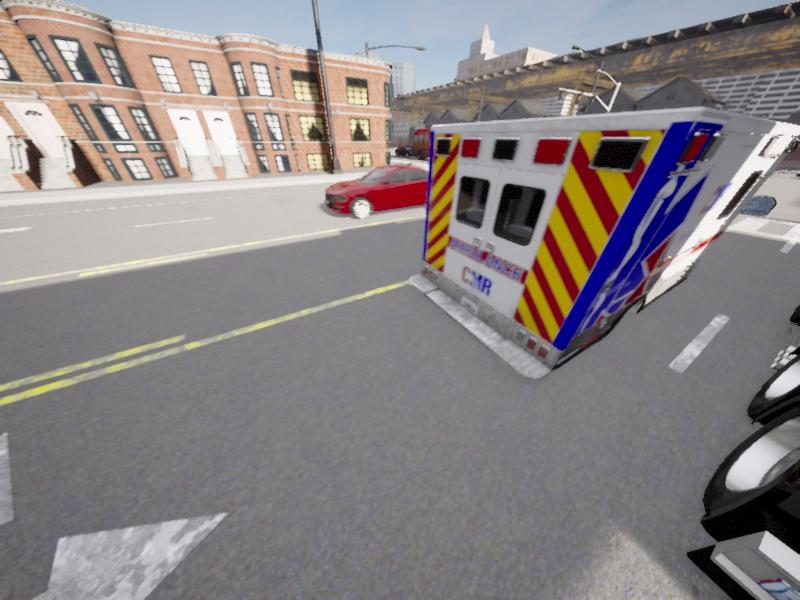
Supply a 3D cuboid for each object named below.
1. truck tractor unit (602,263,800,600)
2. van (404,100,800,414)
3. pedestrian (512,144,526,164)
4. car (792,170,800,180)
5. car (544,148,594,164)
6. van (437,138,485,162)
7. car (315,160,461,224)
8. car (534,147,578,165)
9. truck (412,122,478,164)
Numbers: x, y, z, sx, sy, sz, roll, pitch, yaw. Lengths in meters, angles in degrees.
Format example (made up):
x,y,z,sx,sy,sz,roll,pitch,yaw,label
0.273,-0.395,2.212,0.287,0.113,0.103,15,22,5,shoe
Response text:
x,y,z,sx,sy,sz,roll,pitch,yaw,label
5.111,-0.298,0.793,6.516,4.208,3.053,-18,39,-24,truck tractor unit
3.423,-1.321,3.810,6.366,2.431,2.351,-18,39,-24,van
13.722,-16.831,26.645,0.751,1.860,0.751,26,43,32,pedestrian
30.888,-8.905,15.768,1.970,1.475,3.806,-18,39,-24,car
21.310,-18.416,29.392,1.812,1.442,4.674,-18,39,-24,car
7.917,-20.194,30.978,2.351,2.431,6.366,-18,39,-24,van
-0.327,-4.314,8.861,5.008,1.535,1.882,-18,39,-24,car
18.526,-17.227,27.568,1.789,1.549,3.705,-18,39,-24,car
5.113,-19.492,28.722,2.891,3.827,8.468,-18,39,-24,truck
